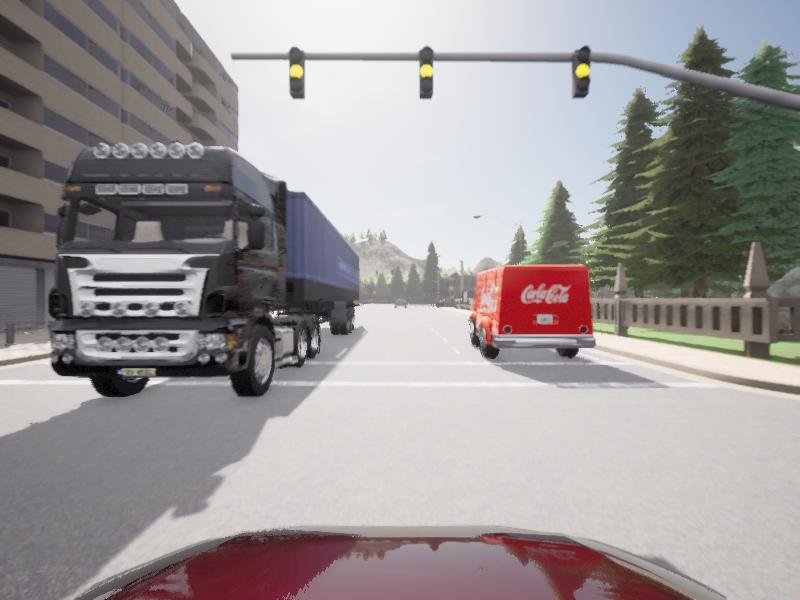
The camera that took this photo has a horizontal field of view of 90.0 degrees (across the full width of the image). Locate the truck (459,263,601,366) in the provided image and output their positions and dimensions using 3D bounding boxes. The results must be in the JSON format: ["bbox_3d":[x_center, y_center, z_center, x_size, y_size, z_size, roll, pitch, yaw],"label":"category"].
[{"bbox_3d":[3.502,0.343,12.172,2.627,2.467,5.204,0,0,0],"label":"truck"}]

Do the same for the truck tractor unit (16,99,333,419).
[{"bbox_3d":[-3.504,-0.516,8.518,3.053,4.208,6.516,0,0,0],"label":"truck tractor unit"}]

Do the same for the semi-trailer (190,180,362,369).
[{"bbox_3d":[-3.553,-0.623,16.426,2.717,4.402,14.254,0,0,0],"label":"semi-trailer"}]
